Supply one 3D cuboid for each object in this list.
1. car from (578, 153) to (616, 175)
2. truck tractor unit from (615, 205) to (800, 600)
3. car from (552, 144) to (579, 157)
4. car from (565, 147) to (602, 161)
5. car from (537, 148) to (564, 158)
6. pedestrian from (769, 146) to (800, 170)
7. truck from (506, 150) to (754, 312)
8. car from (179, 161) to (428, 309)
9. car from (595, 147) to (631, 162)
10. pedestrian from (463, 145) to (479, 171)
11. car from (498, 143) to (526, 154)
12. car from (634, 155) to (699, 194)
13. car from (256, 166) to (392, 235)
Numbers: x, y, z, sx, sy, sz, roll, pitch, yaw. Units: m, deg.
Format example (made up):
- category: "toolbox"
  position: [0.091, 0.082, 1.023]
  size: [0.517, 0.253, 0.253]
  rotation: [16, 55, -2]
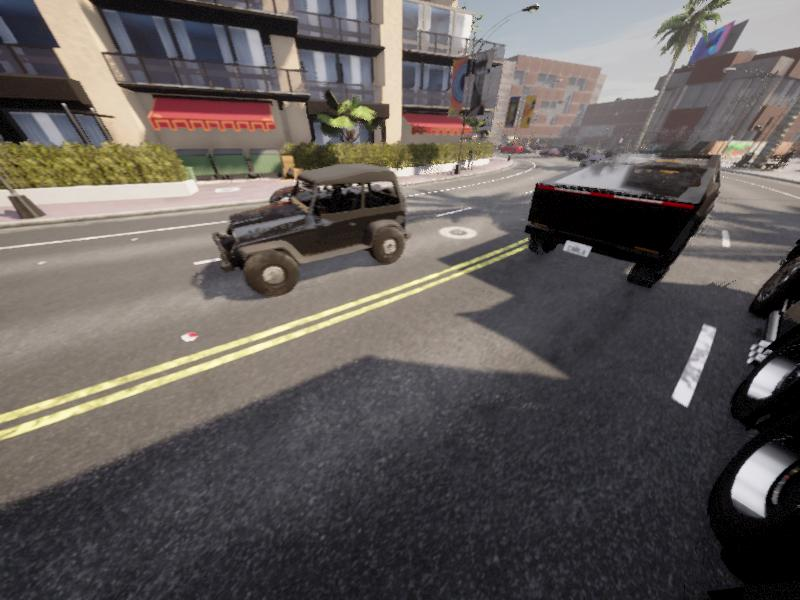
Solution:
- category: "car"
  position: [17.619, -12.347, 20.903]
  size: [1.994, 1.385, 4.181]
  rotation: [19, 39, 25]
- category: "truck tractor unit"
  position: [5.009, -0.388, 0.927]
  size: [6.516, 4.208, 3.053]
  rotation: [-22, 41, -29]
- category: "car"
  position: [30.792, -27.921, 43.143]
  size: [1.905, 1.878, 3.866]
  rotation: [-3, 35, -5]
- category: "car"
  position: [27.275, -21.861, 34.513]
  size: [2.242, 1.667, 4.611]
  rotation: [5, 35, 7]
- category: "car"
  position: [27.427, -27.048, 42.315]
  size: [1.994, 1.385, 4.181]
  rotation: [-3, 35, -4]
- category: "pedestrian"
  position: [35.949, -13.162, 21.459]
  size: [0.751, 1.860, 0.751]
  rotation: [12, 36, 16]
- category: "truck"
  position: [5.662, -2.286, 5.571]
  size: [6.274, 2.098, 2.390]
  rotation: [-24, 41, -31]
- category: "car"
  position: [-1.586, -1.689, 4.841]
  size: [3.866, 1.878, 1.905]
  rotation: [-21, 40, -28]
- category: "car"
  position: [30.644, -21.091, 33.474]
  size: [1.851, 1.617, 3.988]
  rotation: [6, 35, 8]
- category: "pedestrian"
  position: [6.143, -12.345, 20.082]
  size: [0.751, 1.860, 0.751]
  rotation: [25, 42, 32]
- category: "car"
  position: [24.868, -33.885, 51.630]
  size: [2.150, 2.045, 5.566]
  rotation: [-11, 36, -16]
- category: "car"
  position: [16.054, -7.866, 14.198]
  size: [1.801, 1.575, 5.366]
  rotation: [26, 42, 32]
- category: "car"
  position: [-2.437, -3.605, 7.984]
  size: [3.806, 1.475, 1.970]
  rotation: [-22, 40, -29]
